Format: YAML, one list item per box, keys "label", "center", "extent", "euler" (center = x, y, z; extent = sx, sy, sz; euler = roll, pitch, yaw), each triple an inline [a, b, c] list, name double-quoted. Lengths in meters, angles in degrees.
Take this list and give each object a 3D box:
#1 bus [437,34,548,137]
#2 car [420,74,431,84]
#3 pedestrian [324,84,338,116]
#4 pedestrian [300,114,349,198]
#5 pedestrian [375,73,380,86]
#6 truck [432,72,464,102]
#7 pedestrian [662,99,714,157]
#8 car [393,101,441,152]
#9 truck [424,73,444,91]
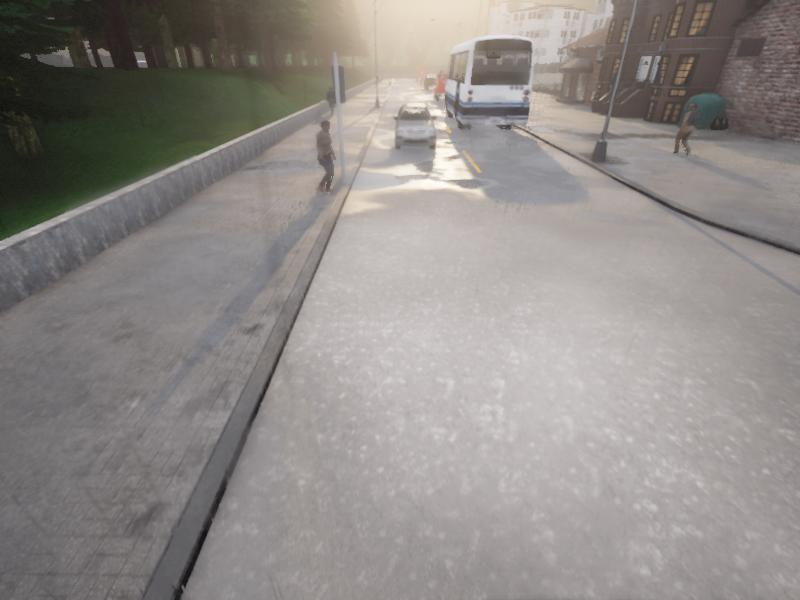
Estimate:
- label: "bus"
  center: [4.610, -12.555, 23.268]
  extent: [3.944, 4.253, 10.273]
  euler: [0, 30, 0]
- label: "car"
  center: [5.049, -44.236, 80.133]
  extent: [1.801, 1.575, 5.366]
  euler: [0, 30, 0]
- label: "pedestrian"
  center: [-4.586, -13.302, 26.654]
  extent: [0.751, 1.860, 0.751]
  euler: [-3, 30, -5]
- label: "pedestrian"
  center: [-1.885, -3.678, 10.196]
  extent: [0.751, 1.860, 0.751]
  euler: [18, 35, 28]
- label: "pedestrian"
  center: [-3.840, -37.156, 67.451]
  extent: [0.751, 1.860, 0.751]
  euler: [0, 30, -1]
- label: "truck"
  center: [4.823, -21.916, 41.034]
  extent: [2.627, 2.467, 5.204]
  euler: [0, 30, 0]
- label: "pedestrian"
  center: [10.510, -6.298, 14.664]
  extent: [0.751, 1.860, 0.751]
  euler: [-2, 30, -3]
- label: "car"
  center: [0.641, -7.714, 17.604]
  extent: [1.851, 1.617, 3.988]
  euler: [0, 30, 0]
- label: "truck"
  center: [4.928, -32.192, 58.978]
  extent: [2.390, 2.098, 6.274]
  euler: [0, 30, 0]
